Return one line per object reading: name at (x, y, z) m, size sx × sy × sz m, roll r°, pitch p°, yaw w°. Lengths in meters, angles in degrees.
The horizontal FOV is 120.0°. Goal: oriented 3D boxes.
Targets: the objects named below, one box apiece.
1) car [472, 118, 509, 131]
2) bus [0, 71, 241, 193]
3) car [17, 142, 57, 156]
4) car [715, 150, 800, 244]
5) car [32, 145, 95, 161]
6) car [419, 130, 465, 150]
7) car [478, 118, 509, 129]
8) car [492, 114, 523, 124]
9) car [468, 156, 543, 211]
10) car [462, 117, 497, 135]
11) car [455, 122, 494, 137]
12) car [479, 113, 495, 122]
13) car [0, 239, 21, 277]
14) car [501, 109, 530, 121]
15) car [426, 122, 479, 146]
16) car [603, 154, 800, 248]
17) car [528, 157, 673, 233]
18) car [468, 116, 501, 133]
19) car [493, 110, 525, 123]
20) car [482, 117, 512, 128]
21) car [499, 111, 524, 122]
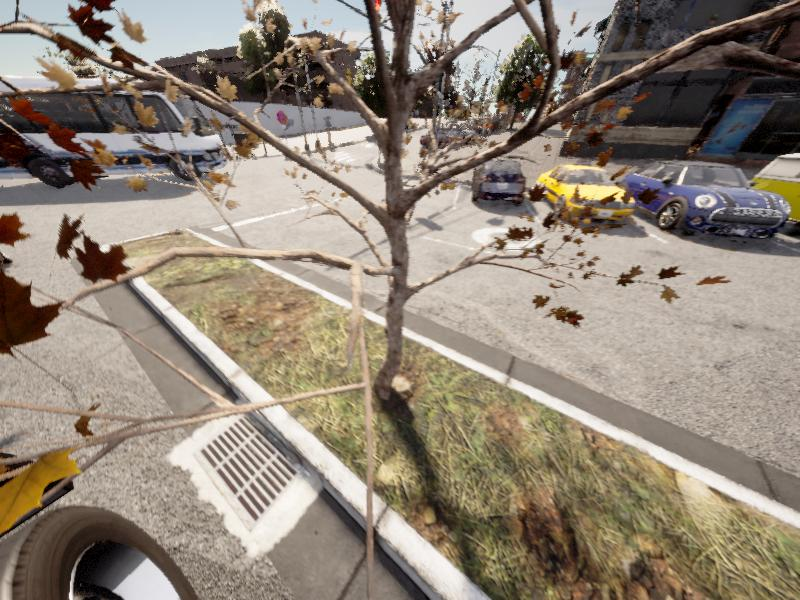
car at (15.149, -29.539, 38.856) m, size 5.366 × 1.575 × 1.946 m, roll 6°, pitch 41°, yaw 7°
bus at (-15.351, -8.584, 11.997) m, size 10.273 × 4.253 × 3.944 m, roll -10°, pitch 40°, yaw -13°
car at (-52.614, -21.994, 33.515) m, size 4.792 × 1.488 × 2.163 m, roll 19°, pitch 40°, yaw 25°
car at (11.556, -2.414, 5.698) m, size 1.878 × 1.987 × 4.442 m, roll 10°, pitch 36°, yaw 12°
car at (-39.076, -17.150, 26.905) m, size 5.357 × 1.411 × 2.033 m, roll 11°, pitch 37°, yaw 14°
car at (4.493, -17.405, 25.082) m, size 4.674 × 1.452 × 2.002 m, roll 6°, pitch 41°, yaw 7°
car at (16.466, -31.257, 40.882) m, size 4.674 × 1.452 × 2.002 m, roll 6°, pitch 42°, yaw 7°
car at (22.565, -38.216, 48.756) m, size 5.366 × 1.575 × 1.946 m, roll 6°, pitch 41°, yaw 7°
car at (4.301, -5.370, 10.264) m, size 2.163 × 1.488 × 4.792 m, roll 9°, pitch 35°, yaw 11°
car at (11.853, -26.270, 34.791) m, size 4.442 × 1.987 × 1.878 m, roll 6°, pitch 42°, yaw 7°
car at (10.466, -24.361, 32.957) m, size 4.892 × 1.521 × 2.231 m, roll 6°, pitch 41°, yaw 7°
car at (20.666, -43.362, 54.827) m, size 2.128 × 1.511 × 4.902 m, roll 19°, pitch 42°, yaw 22°
car at (-9.892, -1.267, 4.418) m, size 4.181 × 1.385 × 1.994 m, roll 20°, pitch 40°, yaw 25°
car at (28.148, -45.271, 56.668) m, size 5.566 × 2.045 × 2.435 m, roll 7°, pitch 37°, yaw 6°
car at (6.009, -19.356, 26.866) m, size 5.566 × 2.045 × 2.435 m, roll 6°, pitch 41°, yaw 7°
car at (9.130, -3.433, 7.292) m, size 2.185 × 1.767 × 4.553 m, roll 9°, pitch 36°, yaw 12°
car at (6.598, -4.226, 8.596) m, size 1.946 × 1.575 × 5.366 m, roll 9°, pitch 35°, yaw 11°
car at (13.351, -28.005, 36.770) m, size 4.442 × 1.987 × 1.878 m, roll 7°, pitch 42°, yaw 7°
car at (23.820, -40.167, 50.606) m, size 5.566 × 2.045 × 2.435 m, roll 6°, pitch 42°, yaw 7°
car at (17.950, -32.998, 42.868) m, size 4.674 × 1.452 × 2.002 m, roll 6°, pitch 41°, yaw 7°
car at (25.285, -41.836, 52.702) m, size 4.553 × 1.767 × 2.185 m, roll 6°, pitch 41°, yaw 6°
